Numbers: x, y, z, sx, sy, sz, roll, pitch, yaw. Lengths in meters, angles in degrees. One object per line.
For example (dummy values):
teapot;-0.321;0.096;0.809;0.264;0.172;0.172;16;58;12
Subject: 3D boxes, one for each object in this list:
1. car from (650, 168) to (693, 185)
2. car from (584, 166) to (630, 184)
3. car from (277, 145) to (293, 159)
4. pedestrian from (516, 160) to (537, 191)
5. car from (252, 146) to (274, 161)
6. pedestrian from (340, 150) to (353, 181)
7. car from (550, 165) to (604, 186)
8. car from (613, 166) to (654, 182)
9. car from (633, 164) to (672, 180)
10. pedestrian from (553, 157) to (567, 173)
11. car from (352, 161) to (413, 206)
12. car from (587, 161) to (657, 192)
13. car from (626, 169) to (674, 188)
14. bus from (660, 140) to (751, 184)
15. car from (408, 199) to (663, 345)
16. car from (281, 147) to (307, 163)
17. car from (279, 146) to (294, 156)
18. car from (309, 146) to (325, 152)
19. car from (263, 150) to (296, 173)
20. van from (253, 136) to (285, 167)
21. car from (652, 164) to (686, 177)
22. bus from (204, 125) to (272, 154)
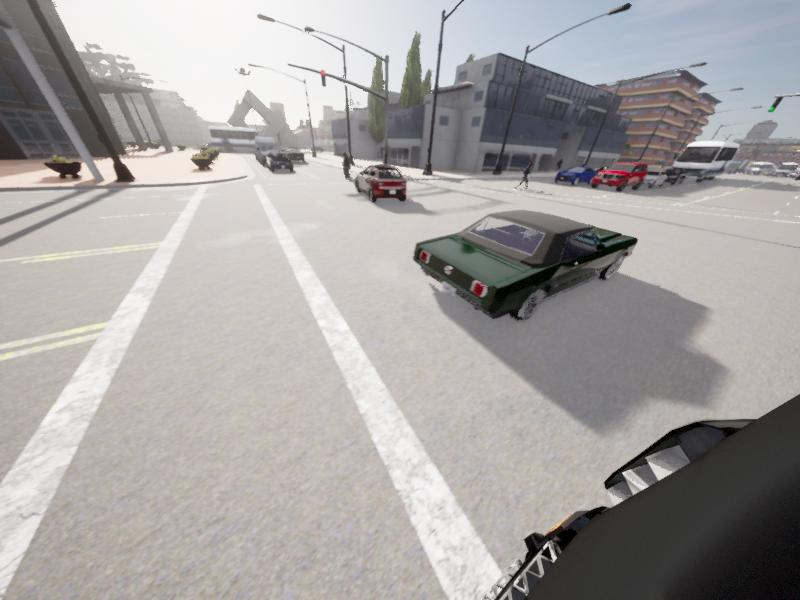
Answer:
car;30.956;-14.102;26.335;4.193;1.474;1.816;-17;38;-26
car;22.811;-13.848;25.470;4.892;1.490;1.837;-17;38;-27
car;-19.474;-24.984;38.946;1.930;1.638;5.238;-13;36;-22
pedestrian;9.053;-8.904;16.552;0.751;1.860;0.751;19;36;23
car;-18.101;-19.309;30.502;1.845;1.501;3.633;-17;38;-27
pedestrian;-3.889;-9.744;16.761;0.751;1.860;0.751;-5;34;-12
car;17.275;-12.200;22.522;5.008;1.535;1.882;-17;38;-27
car;29.075;-15.739;28.774;4.181;1.385;1.994;-16;38;-26
car;34.497;-17.541;31.559;5.008;1.535;1.882;-18;39;-26
pedestrian;22.124;-18.656;32.006;0.751;1.860;0.751;-15;37;-26
car;-1.062;-6.098;11.853;1.816;1.474;4.193;-10;35;-19
car;19.128;-10.708;19.931;5.566;2.045;2.150;-17;38;-27
car;25.348;-12.342;23.405;4.674;1.442;1.812;-17;38;-27
bus;39.297;-17.832;29.754;10.273;4.253;3.944;-18;39;-26
car;2.682;-0.988;4.528;4.718;1.301;1.895;-17;38;-27
car;-14.351;-19.586;31.138;1.930;1.638;5.238;-17;38;-28
car;-21.794;-28.710;44.590;1.816;1.474;4.193;-6;34;-13
car;-28.686;-51.959;79.519;4.674;1.442;1.812;9;34;9
car;-10.768;-12.359;20.561;1.816;1.474;4.193;-16;38;-27
van;-14.580;-16.469;25.541;1.988;2.561;5.915;-16;38;-27
car;40.267;-19.375;34.581;4.674;1.442;1.812;-18;39;-26
bus;-33.300;-33.434;48.298;10.273;4.253;3.944;-5;34;-13
